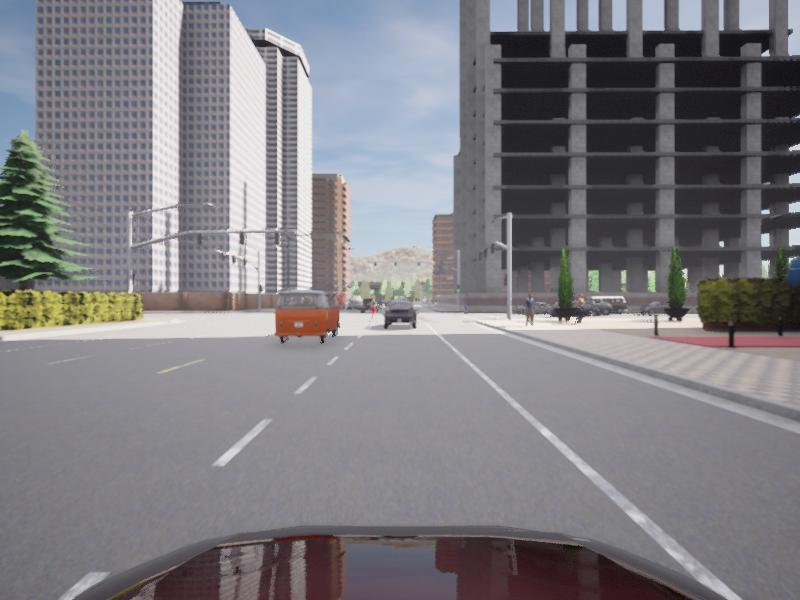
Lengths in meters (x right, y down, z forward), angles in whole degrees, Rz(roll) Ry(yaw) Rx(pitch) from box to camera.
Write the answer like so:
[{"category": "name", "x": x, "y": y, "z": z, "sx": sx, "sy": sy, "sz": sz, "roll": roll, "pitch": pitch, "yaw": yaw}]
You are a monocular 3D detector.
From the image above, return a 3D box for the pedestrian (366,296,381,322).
[{"category": "pedestrian", "x": -1.909, "y": 0.641, "z": 28.917, "sx": 0.751, "sy": 1.860, "sz": 0.751, "roll": 0, "pitch": 0, "yaw": -45}]

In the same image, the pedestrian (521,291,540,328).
[{"category": "pedestrian", "x": 6.818, "y": 0.487, "z": 20.968, "sx": 0.751, "sy": 1.860, "sz": 0.751, "roll": 0, "pitch": 0, "yaw": -1}]

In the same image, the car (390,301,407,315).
[{"category": "car", "x": -0.178, "y": 0.828, "z": 45.830, "sx": 1.882, "sy": 1.535, "sz": 5.008, "roll": 0, "pitch": 0, "yaw": 0}]

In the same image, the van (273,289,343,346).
[{"category": "van", "x": -3.496, "y": 0.601, "z": 15.976, "sx": 1.775, "sy": 1.987, "sz": 4.442, "roll": 0, "pitch": 0, "yaw": 0}]

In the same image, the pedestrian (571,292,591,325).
[{"category": "pedestrian", "x": 10.400, "y": 0.486, "z": 22.995, "sx": 0.751, "sy": 1.860, "sz": 0.751, "roll": 0, "pitch": 0, "yaw": -23}]

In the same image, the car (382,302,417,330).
[{"category": "car", "x": 0.085, "y": 0.847, "z": 23.889, "sx": 1.837, "sy": 1.490, "sz": 4.892, "roll": 0, "pitch": 0, "yaw": 3}]

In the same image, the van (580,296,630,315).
[{"category": "van", "x": 22.909, "y": 0.577, "z": 44.830, "sx": 4.480, "sy": 2.038, "sz": 2.069, "roll": 0, "pitch": 0, "yaw": 0}]

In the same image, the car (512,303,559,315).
[{"category": "car", "x": 15.139, "y": 0.949, "z": 44.882, "sx": 4.718, "sy": 1.301, "sz": 1.895, "roll": 0, "pitch": 0, "yaw": 0}]

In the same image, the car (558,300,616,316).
[{"category": "car", "x": 19.245, "y": 0.785, "z": 41.351, "sx": 5.027, "sy": 1.651, "sz": 2.152, "roll": 0, "pitch": 0, "yaw": 0}]

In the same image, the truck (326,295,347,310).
[{"category": "truck", "x": -10.549, "y": 0.364, "z": 66.991, "sx": 2.627, "sy": 2.467, "sz": 5.204, "roll": 0, "pitch": 0, "yaw": 1}]

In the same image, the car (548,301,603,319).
[{"category": "car", "x": 14.986, "y": 0.857, "z": 34.321, "sx": 3.806, "sy": 1.475, "sz": 1.970, "roll": 0, "pitch": 0, "yaw": -1}]

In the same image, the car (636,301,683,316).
[{"category": "car", "x": 26.703, "y": 0.832, "z": 41.307, "sx": 3.633, "sy": 1.501, "sz": 1.845, "roll": 0, "pitch": 0, "yaw": 0}]

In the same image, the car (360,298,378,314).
[{"category": "car", "x": -3.694, "y": 0.652, "z": 48.420, "sx": 1.905, "sy": 1.878, "sz": 3.866, "roll": 0, "pitch": 0, "yaw": 0}]
